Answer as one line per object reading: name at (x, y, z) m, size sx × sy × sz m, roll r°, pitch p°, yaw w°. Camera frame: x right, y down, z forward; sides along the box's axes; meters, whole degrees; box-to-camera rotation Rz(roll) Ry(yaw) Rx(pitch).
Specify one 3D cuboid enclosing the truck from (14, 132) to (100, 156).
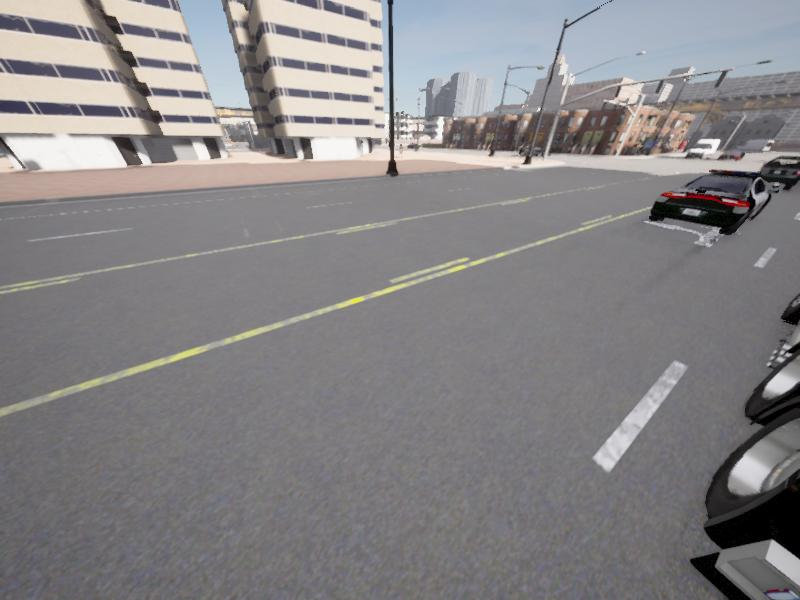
truck at (-68.952, -31.545, 46.903) m, size 8.468 × 3.827 × 2.891 m, roll -19°, pitch 39°, yaw -27°

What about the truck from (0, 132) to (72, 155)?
truck at (-77.909, -33.103, 48.916) m, size 8.468 × 3.827 × 2.891 m, roll -19°, pitch 39°, yaw -27°

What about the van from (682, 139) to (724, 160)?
van at (47.217, -23.487, 36.015) m, size 5.915 × 2.561 × 1.988 m, roll -19°, pitch 39°, yaw -25°

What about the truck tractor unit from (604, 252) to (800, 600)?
truck tractor unit at (5.089, -0.321, 0.815) m, size 6.516 × 4.208 × 3.053 m, roll -19°, pitch 39°, yaw -25°

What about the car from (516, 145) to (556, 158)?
car at (22.198, -24.424, 37.944) m, size 1.930 × 1.638 × 5.238 m, roll -19°, pitch 39°, yaw -26°

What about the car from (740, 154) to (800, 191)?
car at (23.327, -7.862, 14.128) m, size 3.988 × 1.617 × 1.851 m, roll -19°, pitch 39°, yaw -25°

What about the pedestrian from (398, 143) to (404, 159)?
pedestrian at (0.156, -22.117, 34.299) m, size 0.751 × 1.860 × 0.751 m, roll -9°, pitch 36°, yaw -13°

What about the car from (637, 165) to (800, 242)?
car at (10.737, -3.484, 7.781) m, size 4.974 × 1.542 × 2.038 m, roll -19°, pitch 39°, yaw -26°

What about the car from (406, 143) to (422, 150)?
car at (4.132, -44.987, 67.524) m, size 2.128 × 1.511 × 4.902 m, roll -19°, pitch 39°, yaw -26°
